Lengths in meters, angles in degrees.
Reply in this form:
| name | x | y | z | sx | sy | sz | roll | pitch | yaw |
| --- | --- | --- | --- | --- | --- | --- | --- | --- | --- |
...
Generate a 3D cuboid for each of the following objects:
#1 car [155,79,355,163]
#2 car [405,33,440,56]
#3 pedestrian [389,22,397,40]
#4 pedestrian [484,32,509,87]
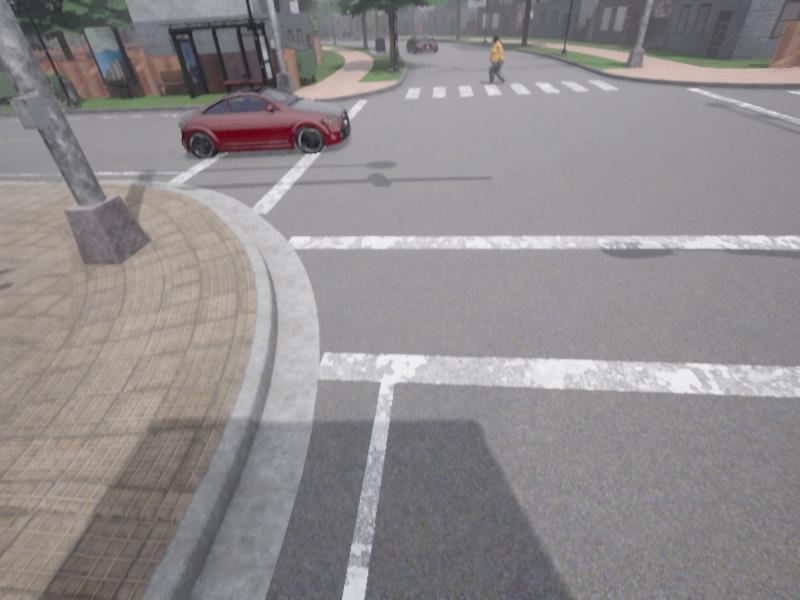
| name | x | y | z | sx | sy | sz | roll | pitch | yaw |
| --- | --- | --- | --- | --- | --- | --- | --- | --- | --- |
| car | -3.396 | -4.597 | 10.173 | 4.181 | 1.385 | 1.994 | -2 | 35 | 2 |
| car | 1.824 | -21.388 | 33.397 | 1.994 | 1.385 | 4.181 | -9 | 36 | -7 |
| pedestrian | -0.925 | -35.946 | 53.473 | 0.751 | 1.860 | 0.751 | 10 | 38 | 19 |
| pedestrian | 3.992 | -9.981 | 16.623 | 0.751 | 1.860 | 0.751 | -1 | 35 | 4 |
